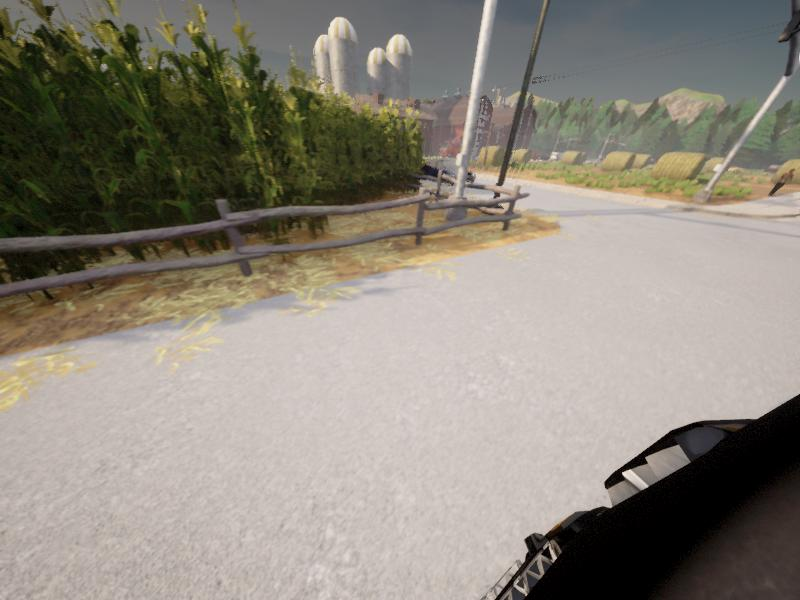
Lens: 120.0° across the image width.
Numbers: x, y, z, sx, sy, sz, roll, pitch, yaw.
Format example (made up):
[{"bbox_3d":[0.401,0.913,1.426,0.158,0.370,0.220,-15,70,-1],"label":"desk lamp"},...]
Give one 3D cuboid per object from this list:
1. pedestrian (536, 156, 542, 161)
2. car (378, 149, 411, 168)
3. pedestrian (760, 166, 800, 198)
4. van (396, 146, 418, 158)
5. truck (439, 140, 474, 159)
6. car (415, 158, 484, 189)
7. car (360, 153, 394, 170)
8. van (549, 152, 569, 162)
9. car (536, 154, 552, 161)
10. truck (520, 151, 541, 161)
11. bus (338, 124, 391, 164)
[{"bbox_3d":[37.750,-38.324,62.545,0.751,1.300,0.751,-11,36,-20],"label":"pedestrian"},{"bbox_3d":[-0.814,-17.493,28.482,2.097,1.767,4.553,-16,38,-26],"label":"car"},{"bbox_3d":[26.073,-8.027,15.765,0.751,1.860,0.751,-17,39,-27],"label":"pedestrian"},{"bbox_3d":[1.637,-33.959,53.070,4.480,2.038,2.069,-17,38,-26],"label":"van"},{"bbox_3d":[14.388,-38.551,59.253,8.468,3.827,2.891,-17,38,-26],"label":"truck"},{"bbox_3d":[3.383,-9.338,16.835,2.163,1.488,4.792,-16,38,-26],"label":"car"},{"bbox_3d":[-2.574,-15.191,25.285,1.994,1.385,4.181,-16,38,-26],"label":"car"},{"bbox_3d":[52.418,-47.194,76.168,6.366,2.431,2.351,-17,38,-27],"label":"van"},{"bbox_3d":[45.208,-44.782,72.558,4.605,1.855,1.932,-17,38,-27],"label":"car"},{"bbox_3d":[39.035,-43.159,69.148,5.204,2.467,2.627,-17,38,-27],"label":"truck"},{"bbox_3d":[-5.486,-23.092,34.326,3.944,4.253,10.273,-15,38,-25],"label":"bus"}]
